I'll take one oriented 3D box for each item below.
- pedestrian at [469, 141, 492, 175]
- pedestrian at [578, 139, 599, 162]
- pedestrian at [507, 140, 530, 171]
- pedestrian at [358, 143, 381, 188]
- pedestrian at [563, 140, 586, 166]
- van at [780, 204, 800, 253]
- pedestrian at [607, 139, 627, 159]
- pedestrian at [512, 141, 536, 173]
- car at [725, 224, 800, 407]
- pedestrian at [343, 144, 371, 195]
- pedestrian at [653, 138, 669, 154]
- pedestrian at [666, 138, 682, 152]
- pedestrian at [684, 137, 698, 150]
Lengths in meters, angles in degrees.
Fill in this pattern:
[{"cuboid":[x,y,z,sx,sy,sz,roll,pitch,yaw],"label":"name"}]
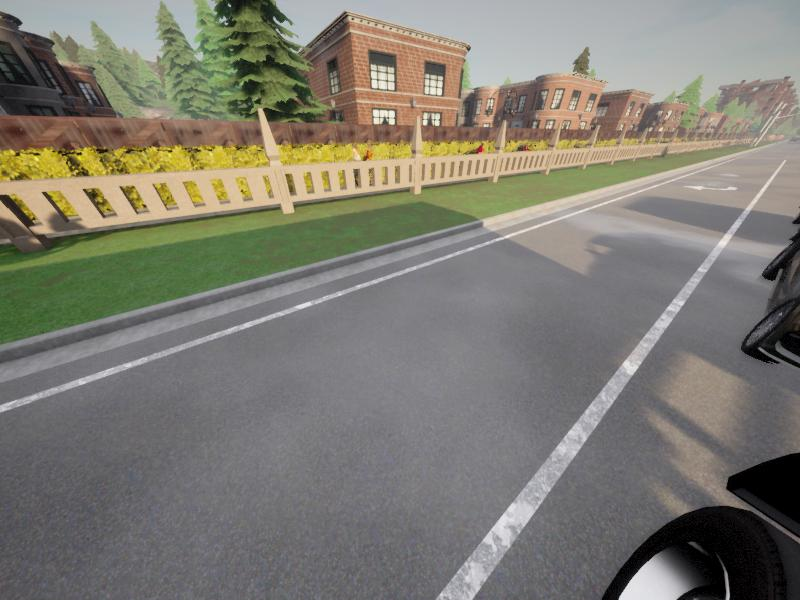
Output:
[{"cuboid":[5.300,-9.391,15.287,0.751,1.860,0.751,-19,39,-24],"label":"pedestrian"},{"cuboid":[18.639,-14.804,22.882,0.751,1.860,0.751,-22,41,-28],"label":"pedestrian"},{"cuboid":[8.729,-10.623,17.013,0.751,1.860,0.751,-18,39,-24],"label":"pedestrian"},{"cuboid":[-1.485,-6.656,11.451,0.751,1.860,0.751,-24,41,-29],"label":"pedestrian"},{"cuboid":[15.096,-12.767,20.014,0.751,1.860,0.751,-23,41,-29],"label":"pedestrian"},{"cuboid":[11.567,-2.375,5.483,4.442,1.987,1.775,-22,41,-28],"label":"van"},{"cuboid":[23.940,-16.661,25.482,0.751,1.860,0.751,-25,42,-30],"label":"pedestrian"},{"cuboid":[8.587,-9.969,16.087,0.751,1.860,0.751,-24,41,-29],"label":"pedestrian"},{"cuboid":[6.485,-0.150,2.686,5.027,1.651,2.152,-22,41,-28],"label":"car"},{"cuboid":[-1.852,-5.734,10.145,0.751,1.860,0.751,-23,41,-29],"label":"pedestrian"},{"cuboid":[37.771,-22.323,33.426,0.751,1.860,0.751,-22,41,-28],"label":"pedestrian"},{"cuboid":[42.317,-23.977,35.745,0.751,1.860,0.751,-23,41,-29],"label":"pedestrian"},{"cuboid":[52.021,-27.905,41.263,0.751,1.860,0.751,-27,43,-33],"label":"pedestrian"}]
